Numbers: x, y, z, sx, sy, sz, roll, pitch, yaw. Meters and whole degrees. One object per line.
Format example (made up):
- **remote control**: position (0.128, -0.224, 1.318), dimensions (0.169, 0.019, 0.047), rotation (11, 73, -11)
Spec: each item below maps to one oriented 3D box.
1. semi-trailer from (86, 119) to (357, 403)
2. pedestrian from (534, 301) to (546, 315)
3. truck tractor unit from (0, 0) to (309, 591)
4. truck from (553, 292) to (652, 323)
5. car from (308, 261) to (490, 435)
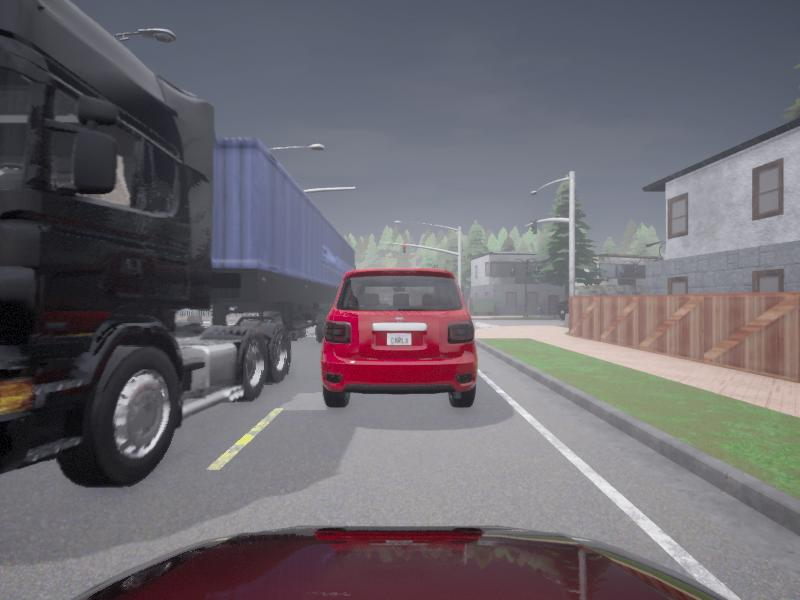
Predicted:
- **semi-trailer**: position (-3.522, -0.616, 13.332), dimensions (2.717, 4.402, 14.254), rotation (0, 0, 0)
- **pedestrian**: position (12.893, 0.747, 36.892), dimensions (0.751, 1.300, 0.751), rotation (0, 0, -7)
- **truck tractor unit**: position (-3.502, -0.520, 5.419), dimensions (3.053, 4.208, 6.516), rotation (0, 0, 0)
- **truck**: position (14.789, 0.523, 29.358), dimensions (6.274, 2.098, 2.390), rotation (0, 0, -9)
- **car**: position (-0.013, 0.568, 7.496), dimensions (2.150, 2.045, 5.566), rotation (0, 0, 0)
